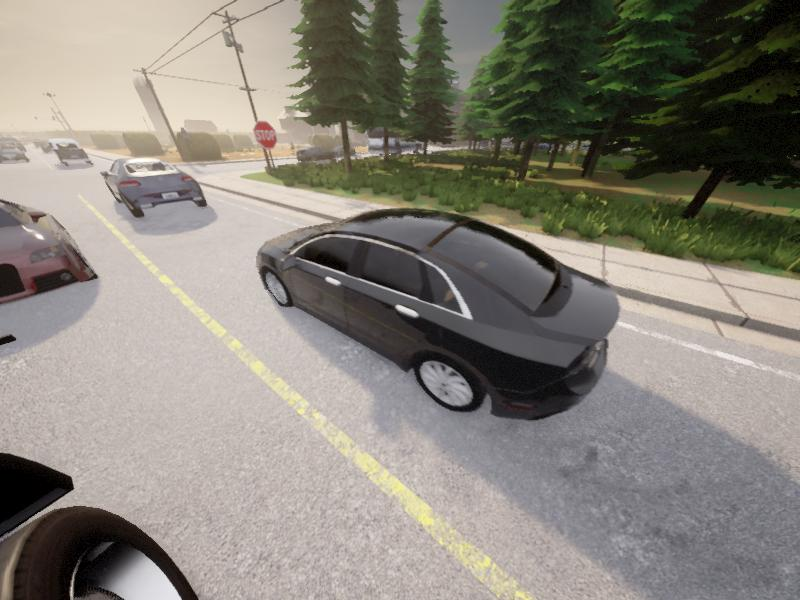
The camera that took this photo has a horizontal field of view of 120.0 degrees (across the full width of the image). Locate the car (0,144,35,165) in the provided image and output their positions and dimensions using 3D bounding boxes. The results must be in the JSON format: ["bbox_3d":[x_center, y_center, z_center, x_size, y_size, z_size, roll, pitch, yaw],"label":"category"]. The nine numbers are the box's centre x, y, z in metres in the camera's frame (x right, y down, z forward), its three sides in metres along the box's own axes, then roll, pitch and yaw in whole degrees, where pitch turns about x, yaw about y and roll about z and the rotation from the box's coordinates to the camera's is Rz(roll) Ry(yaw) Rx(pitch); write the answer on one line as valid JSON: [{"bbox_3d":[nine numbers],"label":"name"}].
[{"bbox_3d":[-38.988,-14.579,23.025,4.902,1.511,2.128,23,41,29],"label":"car"}]

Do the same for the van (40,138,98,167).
[{"bbox_3d":[-31.001,-13.887,21.644,4.480,2.038,2.069,24,41,29],"label":"van"}]

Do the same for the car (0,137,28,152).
[{"bbox_3d":[-65.890,-26.409,39.179,5.566,2.045,2.150,23,41,29],"label":"car"}]

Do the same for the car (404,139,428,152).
[{"bbox_3d":[3.208,-30.194,45.087,2.150,2.045,5.566,21,40,27],"label":"car"}]

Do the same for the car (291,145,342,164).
[{"bbox_3d":[-8.953,-15.925,25.235,2.163,1.488,4.792,21,40,27],"label":"car"}]

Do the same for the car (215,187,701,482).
[{"bbox_3d":[-0.173,-0.415,3.192,4.892,1.490,1.837,22,41,30],"label":"car"}]

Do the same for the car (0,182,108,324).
[{"bbox_3d":[-7.478,-0.987,4.067,4.181,1.385,1.994,23,41,29],"label":"car"}]

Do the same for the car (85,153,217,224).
[{"bbox_3d":[-9.454,-4.444,8.744,5.027,1.651,2.152,25,42,31],"label":"car"}]

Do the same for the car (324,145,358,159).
[{"bbox_3d":[-7.983,-20.332,31.595,1.994,1.385,4.181,21,40,27],"label":"car"}]

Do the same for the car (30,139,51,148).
[{"bbox_3d":[-81.344,-35.416,52.208,5.238,1.638,1.930,23,41,29],"label":"car"}]

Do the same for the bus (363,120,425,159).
[{"bbox_3d":[-0.517,-24.391,34.934,3.944,4.253,10.273,21,42,27],"label":"bus"}]

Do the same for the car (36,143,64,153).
[{"bbox_3d":[-56.529,-24.609,37.334,4.718,1.301,1.895,23,41,29],"label":"car"}]

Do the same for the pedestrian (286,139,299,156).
[{"bbox_3d":[-14.419,-20.483,31.027,0.751,1.860,0.751,11,37,15],"label":"pedestrian"}]
